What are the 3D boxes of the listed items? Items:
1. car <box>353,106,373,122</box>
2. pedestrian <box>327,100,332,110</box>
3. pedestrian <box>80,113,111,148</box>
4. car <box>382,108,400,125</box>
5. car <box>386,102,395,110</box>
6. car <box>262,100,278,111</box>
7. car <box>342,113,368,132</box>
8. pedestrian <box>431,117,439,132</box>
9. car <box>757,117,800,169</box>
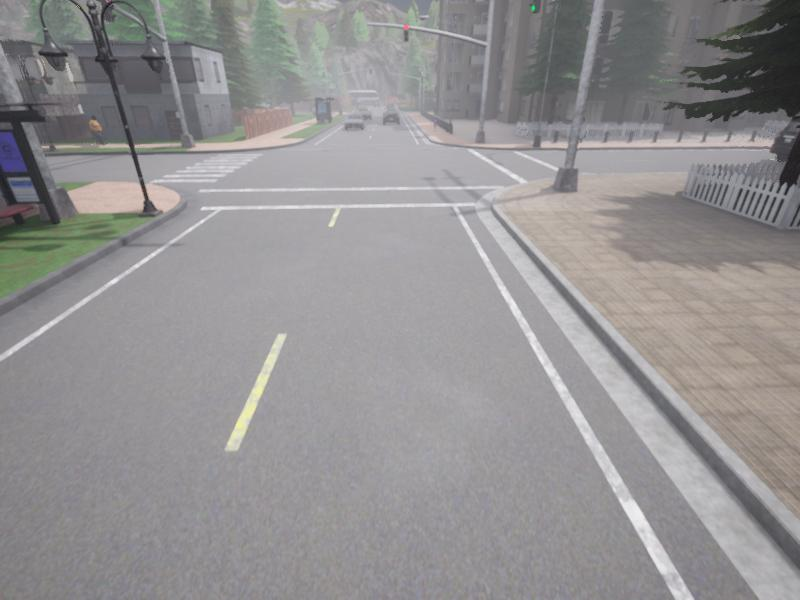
[{"bbox_3d":[-4.655,-23.843,51.298,2.152,1.651,5.027,-1,27,-1],"label":"car"},{"bbox_3d":[-14.264,-39.315,80.782,0.751,1.860,0.751,6,28,12],"label":"pedestrian"},{"bbox_3d":[-18.340,-10.232,24.126,0.751,1.860,0.751,0,27,0],"label":"pedestrian"},{"bbox_3d":[-1.046,-21.697,47.209,2.038,1.542,4.974,-1,27,-1],"label":"car"},{"bbox_3d":[-2.315,-45.792,94.243,2.128,1.511,4.902,-1,27,-1],"label":"car"},{"bbox_3d":[-27.054,-40.613,83.389,1.932,1.855,4.605,-1,27,-2],"label":"car"},{"bbox_3d":[-4.320,-17.316,38.833,2.033,1.411,5.357,-1,27,-1],"label":"car"},{"bbox_3d":[3.023,-15.145,34.529,0.500,1.100,0.500,-2,27,-4],"label":"pedestrian"},{"bbox_3d":[20.985,-7.520,19.038,5.566,2.045,2.150,-2,27,-2],"label":"car"}]
